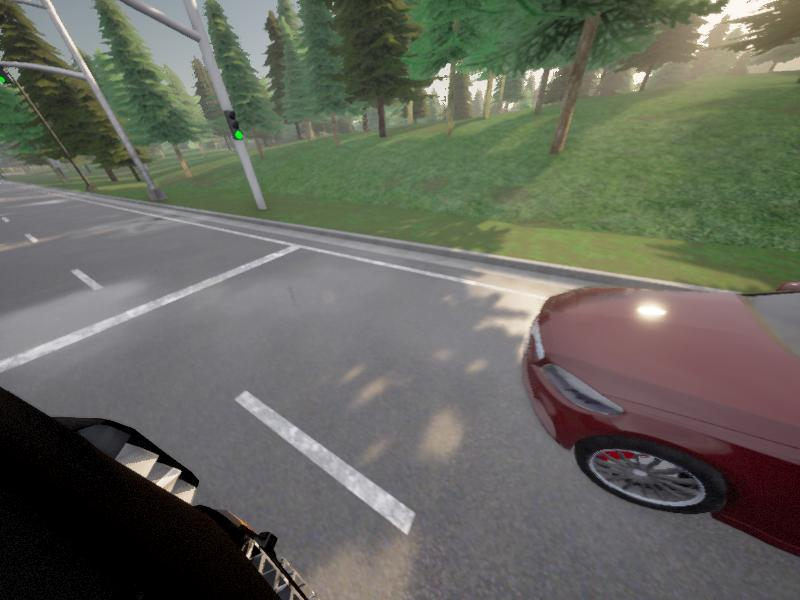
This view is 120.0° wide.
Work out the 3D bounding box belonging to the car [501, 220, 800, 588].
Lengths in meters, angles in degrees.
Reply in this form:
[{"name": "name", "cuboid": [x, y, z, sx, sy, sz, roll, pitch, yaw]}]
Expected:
[{"name": "car", "cuboid": [3.327, 0.764, 1.232, 4.674, 1.442, 1.812, 16, 38, 26]}]
